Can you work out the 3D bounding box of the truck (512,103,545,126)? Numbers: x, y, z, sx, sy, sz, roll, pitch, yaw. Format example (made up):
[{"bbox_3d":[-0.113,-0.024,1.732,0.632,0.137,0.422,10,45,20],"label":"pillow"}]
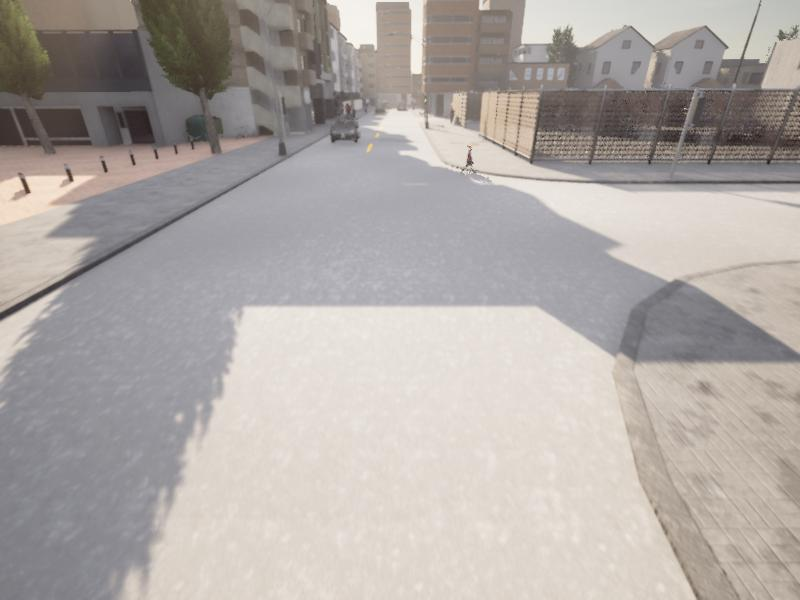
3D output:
[{"bbox_3d":[14.078,-20.466,44.060,2.069,2.038,4.478,0,27,0],"label":"truck"}]

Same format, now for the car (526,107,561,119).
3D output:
[{"bbox_3d":[20.377,-26.627,56.905,4.181,1.385,1.994,0,28,0],"label":"car"}]

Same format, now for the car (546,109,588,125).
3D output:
[{"bbox_3d":[18.264,-20.100,43.864,3.705,1.547,1.789,0,27,0],"label":"car"}]

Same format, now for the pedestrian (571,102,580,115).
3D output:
[{"bbox_3d":[27.263,-29.681,62.028,0.751,1.860,0.751,0,27,1],"label":"pedestrian"}]

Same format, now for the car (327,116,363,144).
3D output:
[{"bbox_3d":[-3.912,-12.476,29.255,2.007,1.525,4.514,0,27,0],"label":"car"}]

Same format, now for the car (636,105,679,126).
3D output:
[{"bbox_3d":[27.832,-20.070,43.433,1.905,1.878,3.866,0,27,0],"label":"car"}]

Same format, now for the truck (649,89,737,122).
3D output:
[{"bbox_3d":[38.437,-25.674,52.807,8.468,3.827,2.891,0,27,0],"label":"truck"}]

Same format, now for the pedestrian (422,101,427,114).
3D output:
[{"bbox_3d":[4.198,-32.540,67.627,0.751,1.860,0.751,-1,27,-2],"label":"pedestrian"}]

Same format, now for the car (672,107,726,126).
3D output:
[{"bbox_3d":[32.122,-19.856,43.237,2.242,1.667,4.611,0,27,0],"label":"car"}]

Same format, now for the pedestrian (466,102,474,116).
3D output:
[{"bbox_3d":[10.601,-29.011,60.743,0.751,1.860,0.751,-5,28,-10],"label":"pedestrian"}]

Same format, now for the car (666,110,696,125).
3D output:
[{"bbox_3d":[29.990,-19.487,42.750,1.481,1.379,2.207,0,27,0],"label":"car"}]

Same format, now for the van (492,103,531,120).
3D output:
[{"bbox_3d":[14.733,-25.097,53.216,4.480,2.038,2.069,0,27,0],"label":"van"}]

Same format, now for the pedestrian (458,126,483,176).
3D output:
[{"bbox_3d":[2.873,-6.159,16.525,0.751,1.860,0.751,-1,27,-1],"label":"pedestrian"}]

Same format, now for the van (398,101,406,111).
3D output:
[{"bbox_3d":[0.396,-45.134,92.789,1.775,1.987,4.442,0,27,0],"label":"van"}]

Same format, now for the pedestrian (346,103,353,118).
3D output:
[{"bbox_3d":[-7.176,-26.957,56.803,0.751,1.860,0.751,2,27,4],"label":"pedestrian"}]

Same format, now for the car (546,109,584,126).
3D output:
[{"bbox_3d":[18.038,-20.109,44.040,2.033,1.415,5.357,0,27,0],"label":"car"}]

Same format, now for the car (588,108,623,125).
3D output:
[{"bbox_3d":[22.719,-20.348,44.358,1.845,1.501,3.633,0,27,0],"label":"car"}]

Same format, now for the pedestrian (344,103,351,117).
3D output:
[{"bbox_3d":[-7.678,-28.060,58.950,0.751,1.860,0.751,4,27,8],"label":"pedestrian"}]

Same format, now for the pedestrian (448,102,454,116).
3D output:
[{"bbox_3d":[7.733,-28.881,60.496,0.751,1.860,0.751,1,27,2],"label":"pedestrian"}]

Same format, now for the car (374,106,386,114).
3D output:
[{"bbox_3d":[-3.695,-35.613,75.009,1.895,1.301,4.718,0,27,0],"label":"car"}]

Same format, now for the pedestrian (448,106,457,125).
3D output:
[{"bbox_3d":[5.467,-19.340,41.951,0.751,1.860,0.751,0,27,0],"label":"pedestrian"}]

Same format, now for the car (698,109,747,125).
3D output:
[{"bbox_3d":[35.296,-20.129,43.910,1.816,1.474,4.193,0,27,0],"label":"car"}]

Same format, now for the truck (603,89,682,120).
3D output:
[{"bbox_3d":[34.016,-27.515,56.395,8.468,3.827,2.891,0,27,0],"label":"truck"}]
